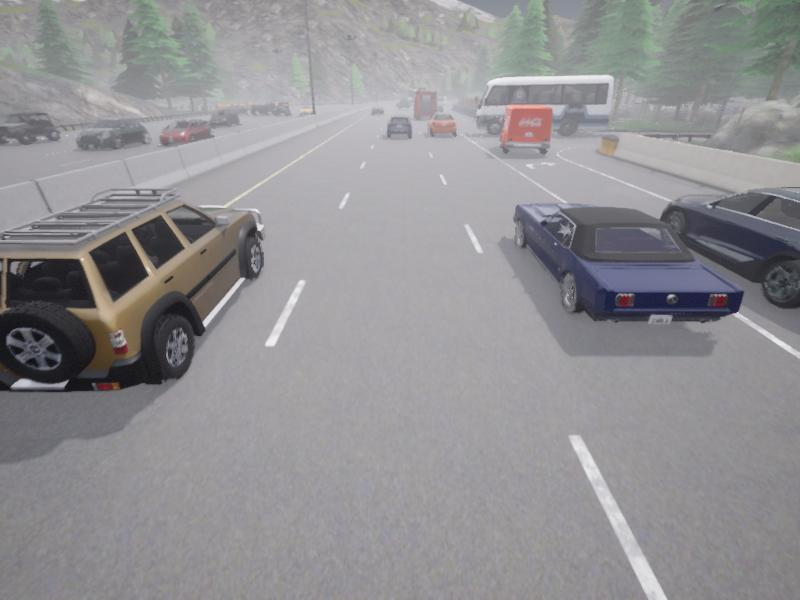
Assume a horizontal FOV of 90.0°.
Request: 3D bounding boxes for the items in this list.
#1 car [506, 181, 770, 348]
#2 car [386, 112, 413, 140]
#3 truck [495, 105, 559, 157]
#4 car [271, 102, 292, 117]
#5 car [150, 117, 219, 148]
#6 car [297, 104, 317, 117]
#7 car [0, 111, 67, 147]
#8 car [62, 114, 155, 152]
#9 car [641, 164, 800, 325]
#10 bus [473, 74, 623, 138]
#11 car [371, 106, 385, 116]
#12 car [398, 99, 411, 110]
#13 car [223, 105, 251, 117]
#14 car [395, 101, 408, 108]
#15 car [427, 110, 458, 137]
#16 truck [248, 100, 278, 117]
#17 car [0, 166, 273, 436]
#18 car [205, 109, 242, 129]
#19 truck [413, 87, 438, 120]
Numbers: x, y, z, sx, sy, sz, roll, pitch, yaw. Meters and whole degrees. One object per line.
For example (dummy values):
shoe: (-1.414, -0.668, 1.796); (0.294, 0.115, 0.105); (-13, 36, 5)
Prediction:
car: (3.487, -1.008, 7.195); (1.895, 1.301, 4.718); (0, 27, 0)
car: (-0.039, -14.062, 32.180); (2.033, 1.649, 4.856); (0, 28, 0)
truck: (7.301, -10.145, 23.707); (2.627, 2.467, 5.204); (3, 27, 7)
car: (-17.567, -28.412, 59.649); (1.905, 1.878, 3.866); (0, 27, 0)
car: (-14.032, -11.097, 26.395); (2.007, 1.525, 4.514); (0, 27, 0)
car: (-14.068, -28.907, 61.002); (1.801, 1.575, 5.366); (0, 27, 0)
car: (-24.533, -11.241, 26.180); (1.905, 1.878, 3.866); (0, 27, 0)
car: (-17.528, -10.254, 24.428); (2.097, 1.767, 4.553); (0, 27, 0)
car: (6.986, -1.265, 7.363); (2.033, 1.649, 4.856); (0, 27, 0)
bus: (11.243, -15.546, 32.158); (10.273, 4.253, 3.944); (3, 28, 9)
car: (-3.573, -31.068, 65.558); (1.895, 1.301, 4.718); (0, 27, 0)
car: (1.127, -43.836, 89.622); (2.150, 2.045, 5.566); (4, 27, 7)
car: (-24.568, -28.658, 60.530); (2.128, 1.511, 4.902); (0, 27, 0)
car: (0.373, -50.813, 103.794); (2.163, 1.488, 4.792); (6, 28, 12)
car: (3.456, -14.723, 33.311); (2.097, 1.767, 4.553); (0, 27, 0)
truck: (-21.068, -29.588, 61.648); (2.390, 2.098, 6.274); (0, 27, 0)
car: (-3.508, -0.537, 5.578); (1.932, 1.855, 4.605); (0, 27, 0)
car: (-17.558, -18.204, 40.093); (1.851, 1.617, 3.988); (0, 27, 0)
truck: (3.447, -27.676, 56.276); (2.891, 3.827, 8.468); (0, 27, 0)
